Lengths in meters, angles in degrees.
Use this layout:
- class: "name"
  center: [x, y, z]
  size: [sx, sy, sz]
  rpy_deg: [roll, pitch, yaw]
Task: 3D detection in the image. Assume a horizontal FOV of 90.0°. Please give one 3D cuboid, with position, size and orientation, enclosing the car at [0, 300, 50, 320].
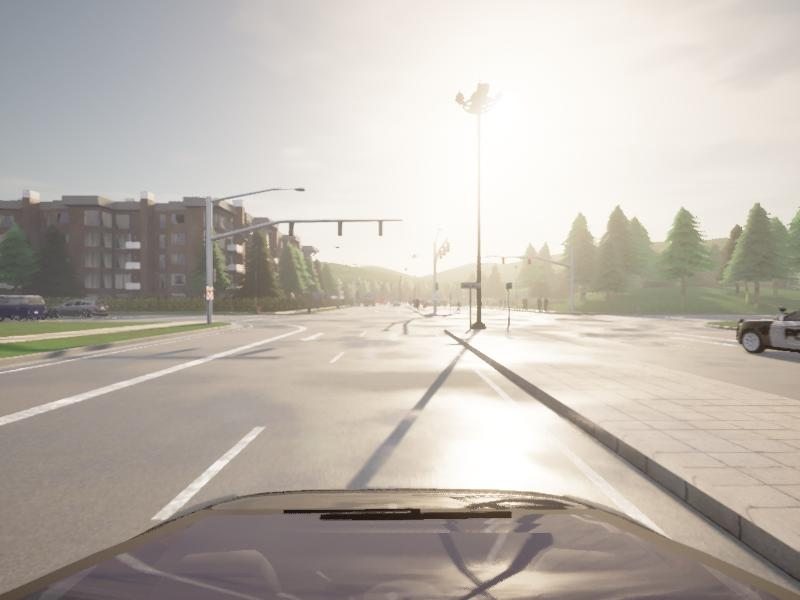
- class: "car"
  center: [-31.867, 0.837, 33.243]
  size: [3.988, 1.617, 1.851]
  rpy_deg: [0, 0, 0]

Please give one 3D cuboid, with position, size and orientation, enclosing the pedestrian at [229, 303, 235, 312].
- class: "pedestrian"
  center: [-20.258, 0.935, 48.250]
  size: [0.500, 1.100, 0.500]
  rpy_deg: [0, 0, 3]

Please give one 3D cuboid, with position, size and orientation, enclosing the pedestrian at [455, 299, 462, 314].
- class: "pedestrian"
  center: [7.213, 0.789, 49.038]
  size: [0.751, 1.860, 0.751]
  rpy_deg: [0, 0, -2]

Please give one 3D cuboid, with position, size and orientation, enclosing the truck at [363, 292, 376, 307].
- class: "truck"
  center: [-7.911, -0.175, 104.536]
  size: [2.891, 3.827, 8.468]
  rpy_deg: [0, 0, -1]

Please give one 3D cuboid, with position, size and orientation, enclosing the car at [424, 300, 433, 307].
- class: "car"
  center: [7.179, 0.865, 100.999]
  size: [1.930, 1.638, 5.238]
  rpy_deg: [0, 0, -1]

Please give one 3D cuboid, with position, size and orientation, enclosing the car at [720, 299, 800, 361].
- class: "car"
  center: [11.499, 0.788, 10.557]
  size: [1.930, 1.638, 5.238]
  rpy_deg: [0, 0, 0]

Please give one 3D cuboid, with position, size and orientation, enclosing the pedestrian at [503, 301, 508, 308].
- class: "pedestrian"
  center: [19.618, 0.861, 74.192]
  size: [0.751, 1.300, 0.751]
  rpy_deg: [0, 0, -3]

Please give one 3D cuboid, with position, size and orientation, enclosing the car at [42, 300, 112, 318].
- class: "car"
  center: [-29.545, 0.810, 36.758]
  size: [4.611, 1.667, 2.242]
  rpy_deg: [0, 0, 0]

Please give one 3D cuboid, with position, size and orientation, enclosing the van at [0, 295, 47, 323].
- class: "van"
  center: [-29.260, 0.643, 29.761]
  size: [4.442, 1.987, 1.775]
  rpy_deg: [0, 0, 0]

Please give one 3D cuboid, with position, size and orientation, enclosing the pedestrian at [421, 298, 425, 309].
- class: "pedestrian"
  center: [3.981, 0.585, 69.010]
  size: [0.751, 1.860, 0.751]
  rpy_deg: [0, 0, 1]

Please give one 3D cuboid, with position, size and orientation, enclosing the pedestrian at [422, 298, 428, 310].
- class: "pedestrian"
  center: [3.869, 0.575, 62.346]
  size: [0.751, 1.860, 0.751]
  rpy_deg: [0, 0, -8]
